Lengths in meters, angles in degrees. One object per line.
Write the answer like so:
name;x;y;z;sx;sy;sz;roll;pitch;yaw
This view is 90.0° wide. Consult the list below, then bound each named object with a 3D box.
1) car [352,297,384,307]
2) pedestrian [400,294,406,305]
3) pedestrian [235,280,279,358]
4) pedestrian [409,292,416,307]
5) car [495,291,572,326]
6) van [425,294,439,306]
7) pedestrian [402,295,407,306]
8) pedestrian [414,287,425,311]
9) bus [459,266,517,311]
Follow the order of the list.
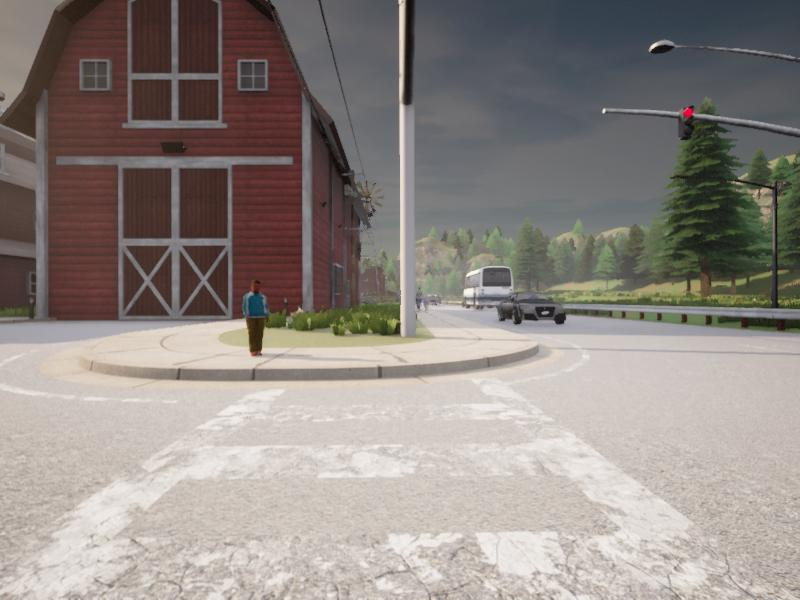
car;-4.889;0.323;61.545;4.792;1.488;2.163;0;0;-1
pedestrian;0.551;-0.055;68.784;0.751;1.860;0.751;0;0;19
pedestrian;-2.149;0.274;6.002;0.500;1.100;0.500;0;0;-34
pedestrian;1.488;-0.069;47.625;0.751;1.860;0.751;0;0;-3
car;5.720;0.326;17.756;1.994;1.385;4.181;0;0;0
van;5.692;0.020;70.870;2.069;2.038;4.480;0;0;0
pedestrian;0.813;0.093;68.187;0.751;1.860;0.751;0;0;-5
pedestrian;1.471;-0.078;30.611;0.751;1.860;0.751;0;0;-4
bus;9.081;-1.112;42.956;3.944;4.253;10.273;0;0;0
